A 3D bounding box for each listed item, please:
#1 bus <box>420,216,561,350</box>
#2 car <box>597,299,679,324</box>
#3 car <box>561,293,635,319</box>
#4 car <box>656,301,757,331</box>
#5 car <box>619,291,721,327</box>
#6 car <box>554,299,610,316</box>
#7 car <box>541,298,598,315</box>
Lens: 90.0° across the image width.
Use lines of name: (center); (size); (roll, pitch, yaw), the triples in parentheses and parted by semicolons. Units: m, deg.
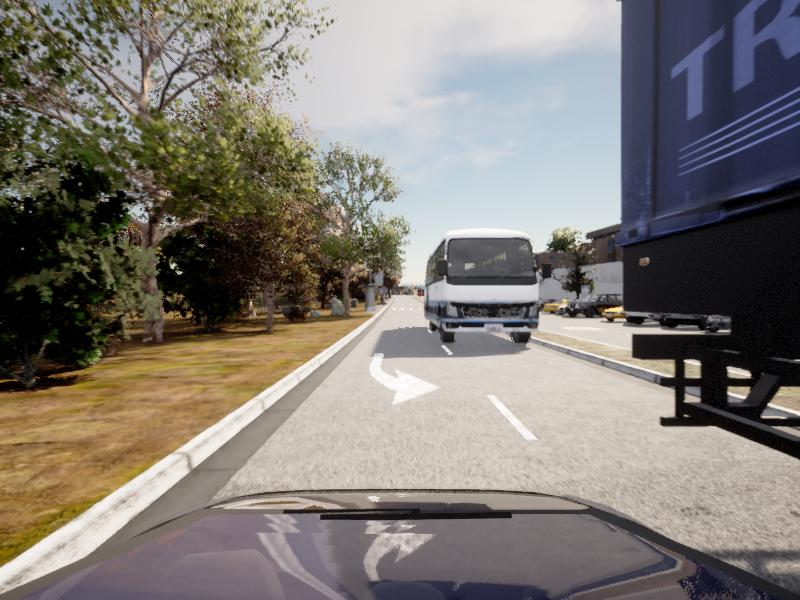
bus: (3.140, -0.543, 17.901); (3.944, 4.253, 10.273); (0, 0, 0)
car: (16.659, 0.766, 27.960); (5.366, 1.575, 1.946); (1, 1, -20)
car: (16.813, 0.462, 34.011); (5.566, 2.045, 2.435); (1, 1, -20)
car: (16.853, 0.840, 22.034); (4.792, 1.488, 2.163); (1, 0, -20)
car: (16.858, 0.542, 25.031); (5.566, 2.045, 2.435); (1, 0, -20)
car: (16.841, 0.713, 37.034); (4.674, 1.452, 2.002); (1, 1, -20)
car: (17.011, 0.630, 40.106); (5.366, 1.575, 1.946); (1, 1, -20)
